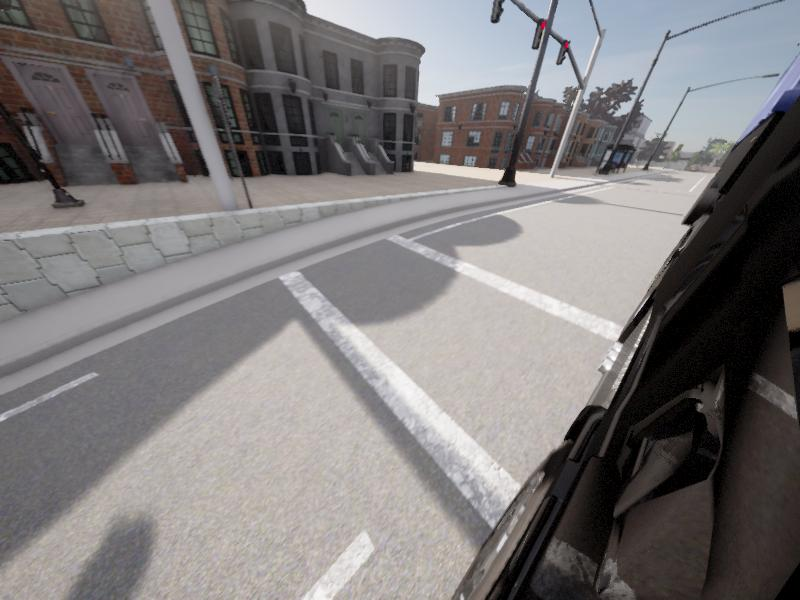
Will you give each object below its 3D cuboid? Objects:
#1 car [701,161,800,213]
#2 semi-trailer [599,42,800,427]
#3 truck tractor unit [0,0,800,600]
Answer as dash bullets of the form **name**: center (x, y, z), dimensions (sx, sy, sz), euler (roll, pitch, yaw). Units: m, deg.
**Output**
- **car**: center (16.750, -5.599, 11.111), dimensions (4.553, 1.767, 2.097), euler (-23, 41, -34)
- **semi-trailer**: center (8.769, -3.229, 4.580), dimensions (14.254, 4.402, 2.717), euler (-24, 42, -33)
- **truck tractor unit**: center (2.645, -0.295, 0.351), dimensions (6.516, 4.208, 3.053), euler (-28, 44, -30)
